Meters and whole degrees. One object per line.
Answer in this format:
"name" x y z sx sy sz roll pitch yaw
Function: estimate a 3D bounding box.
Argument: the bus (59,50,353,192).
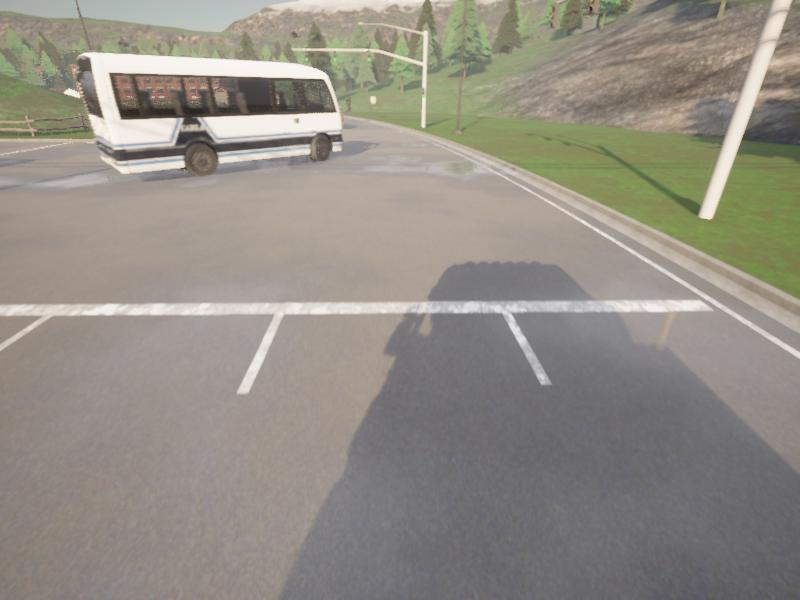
"bus" -7.391 -8.052 17.522 10.273 4.253 3.944 -24 38 -38

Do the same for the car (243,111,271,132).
"car" -13.116 -16.467 36.842 2.163 1.488 4.792 -7 28 -15

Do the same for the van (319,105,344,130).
"van" -6.797 -18.031 39.356 1.775 1.987 4.442 -7 28 -14

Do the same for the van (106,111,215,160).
"van" -13.193 -9.261 22.268 4.480 2.038 2.069 -23 37 -37
